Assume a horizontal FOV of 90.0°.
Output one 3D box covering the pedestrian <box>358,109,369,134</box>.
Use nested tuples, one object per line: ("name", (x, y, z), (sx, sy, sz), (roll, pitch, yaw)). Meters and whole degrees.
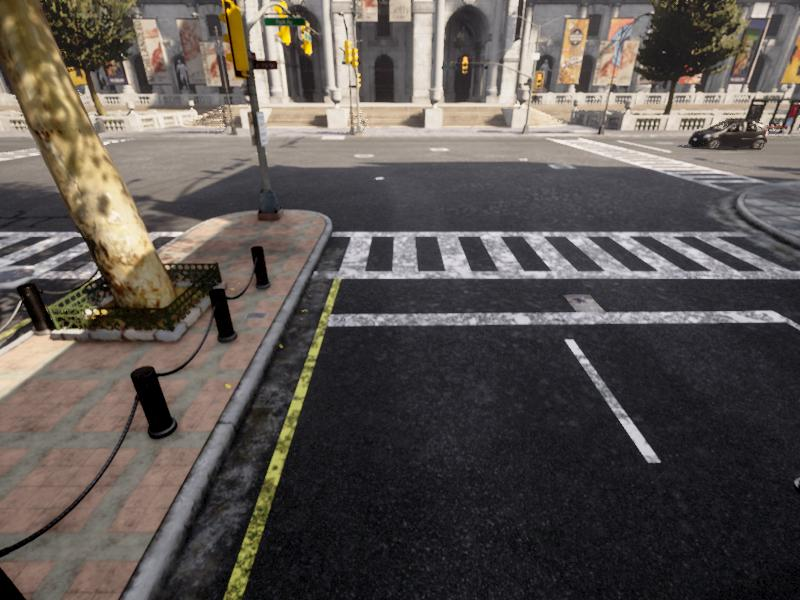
("pedestrian", (-3.045, -14.817, 33.258), (0.751, 1.860, 0.751), (-4, 27, -8))

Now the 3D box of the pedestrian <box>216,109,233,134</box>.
("pedestrian", (-14.874, -15.166, 33.976), (0.751, 1.860, 0.751), (0, 27, 0))

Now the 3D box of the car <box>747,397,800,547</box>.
("car", (4.099, 2.047, 0.873), (2.152, 1.651, 5.027), (0, 27, 0))

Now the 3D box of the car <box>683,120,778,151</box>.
("car", (20.500, -10.291, 24.991), (3.988, 1.617, 1.851), (0, 27, 0))
